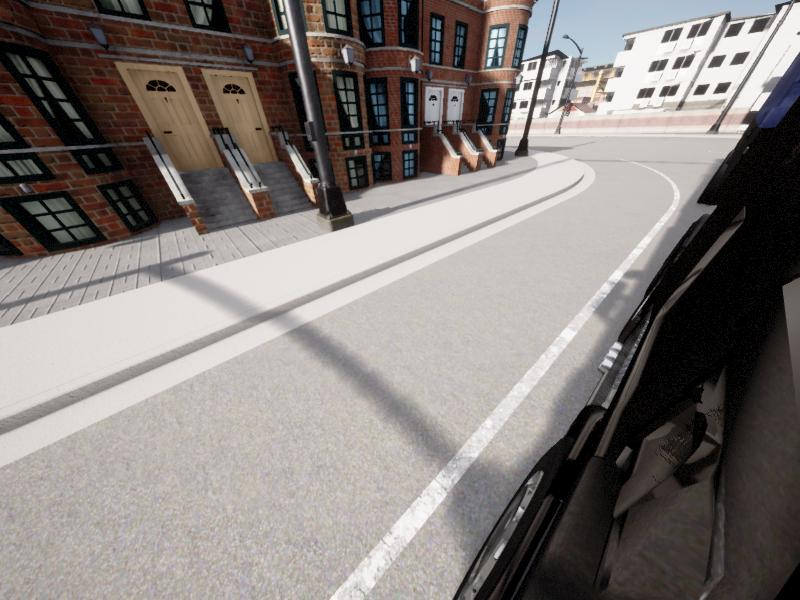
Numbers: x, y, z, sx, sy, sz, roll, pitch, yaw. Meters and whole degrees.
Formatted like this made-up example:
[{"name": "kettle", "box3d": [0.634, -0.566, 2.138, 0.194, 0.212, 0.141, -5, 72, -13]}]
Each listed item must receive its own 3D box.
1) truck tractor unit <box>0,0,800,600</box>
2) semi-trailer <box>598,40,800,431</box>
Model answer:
[{"name": "truck tractor unit", "box3d": [2.645, -0.295, 0.351, 6.516, 4.208, 3.053, -28, 44, -30]}, {"name": "semi-trailer", "box3d": [8.693, -3.610, 4.231, 14.254, 4.402, 2.717, -28, 44, -30]}]
